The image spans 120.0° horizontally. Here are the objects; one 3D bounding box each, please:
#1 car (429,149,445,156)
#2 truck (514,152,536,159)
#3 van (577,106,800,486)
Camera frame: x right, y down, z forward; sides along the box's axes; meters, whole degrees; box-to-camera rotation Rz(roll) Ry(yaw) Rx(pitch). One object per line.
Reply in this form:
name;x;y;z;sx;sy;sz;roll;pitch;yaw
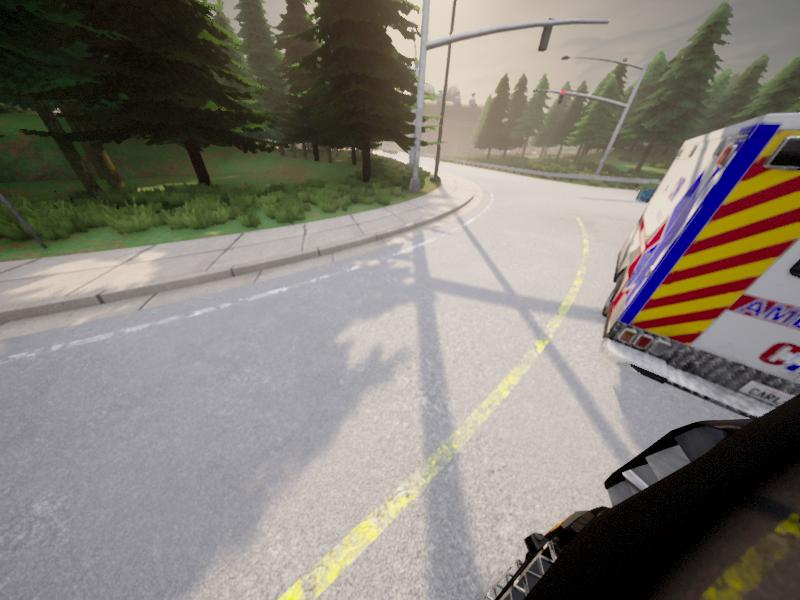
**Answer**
car;12.474;-49.761;77.919;4.856;1.649;2.033;-5;34;-12
truck;43.913;-50.890;81.343;6.274;2.098;2.390;-5;34;-12
van;5.090;-0.919;3.429;2.351;2.431;6.366;27;41;32
